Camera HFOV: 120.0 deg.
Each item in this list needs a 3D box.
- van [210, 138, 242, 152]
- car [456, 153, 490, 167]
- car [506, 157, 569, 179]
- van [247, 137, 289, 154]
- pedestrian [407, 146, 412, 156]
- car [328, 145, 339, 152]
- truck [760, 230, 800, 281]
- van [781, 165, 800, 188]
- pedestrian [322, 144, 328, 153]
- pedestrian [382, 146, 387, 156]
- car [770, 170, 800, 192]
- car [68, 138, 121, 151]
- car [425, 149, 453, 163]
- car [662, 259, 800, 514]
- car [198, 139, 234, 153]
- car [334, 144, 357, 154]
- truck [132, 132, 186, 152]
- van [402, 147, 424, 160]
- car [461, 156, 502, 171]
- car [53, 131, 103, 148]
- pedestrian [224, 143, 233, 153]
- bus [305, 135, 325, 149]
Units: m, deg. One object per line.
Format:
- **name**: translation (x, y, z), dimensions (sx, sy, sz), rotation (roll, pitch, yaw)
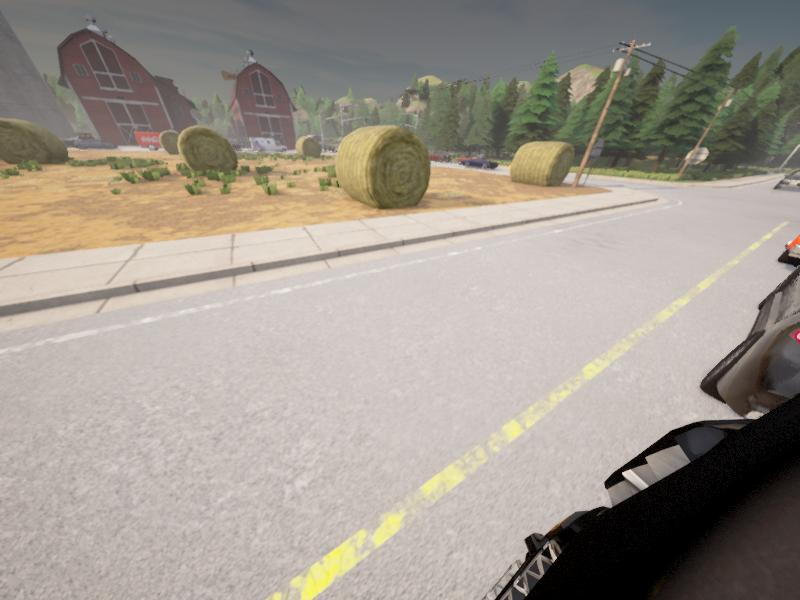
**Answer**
- **van**: translation (-32.894, -29.255, 43.718), dimensions (4.442, 1.987, 1.775), rotation (-19, 39, -29)
- **car**: translation (10.729, -20.788, 34.290), dimensions (2.007, 1.525, 4.514), rotation (-18, 39, -28)
- **car**: translation (14.279, -14.049, 24.397), dimensions (1.801, 1.575, 5.366), rotation (-18, 39, -28)
- **van**: translation (-25.263, -29.715, 44.490), dimensions (6.366, 2.431, 2.351), rotation (-19, 39, -29)
- **pedestrian**: translation (2.336, -35.915, 55.697), dimensions (0.751, 1.860, 0.751), rotation (26, 40, 31)
- **car**: translation (-19.453, -44.160, 67.264), dimensions (1.789, 1.549, 3.705), rotation (-18, 39, -28)
- **truck**: translation (11.406, -1.718, 4.928), dimensions (5.204, 2.467, 2.627), rotation (-16, 38, -26)
- **van**: translation (41.720, -12.631, 23.588), dimensions (4.442, 1.987, 1.775), rotation (-16, 38, -26)
- **pedestrian**: translation (-17.318, -34.891, 53.196), dimensions (0.751, 1.860, 0.751), rotation (-23, 41, -32)
- **pedestrian**: translation (-3.415, -33.334, 51.798), dimensions (0.751, 1.860, 0.751), rotation (-18, 39, -27)
- **car**: translation (35.639, -10.673, 20.666), dimensions (3.705, 1.549, 1.789), rotation (-16, 38, -26)
- **car**: translation (-44.375, -22.717, 33.745), dimensions (4.181, 1.385, 1.994), rotation (-19, 40, -28)
- **car**: translation (6.616, -24.576, 39.449), dimensions (2.097, 1.767, 4.553), rotation (-18, 39, -28)
- **car**: translation (5.306, 0.410, 2.123), dimensions (5.027, 1.651, 2.152), rotation (-16, 38, -26)
- **car**: translation (-32.255, -27.088, 40.618), dimensions (4.605, 1.855, 1.932), rotation (-19, 39, -29)
- **car**: translation (-12.992, -36.050, 55.239), dimensions (4.605, 1.855, 1.932), rotation (-19, 39, -29)
- **truck**: translation (-38.245, -25.269, 36.986), dimensions (5.204, 2.467, 2.627), rotation (-19, 39, -29)
- **van**: translation (2.443, -28.384, 44.702), dimensions (1.775, 1.987, 4.442), rotation (-18, 39, -28)
- **car**: translation (10.254, -17.519, 29.583), dimensions (1.895, 1.301, 4.718), rotation (-18, 39, -28)
- **car**: translation (-51.486, -25.742, 37.092), dimensions (1.905, 1.878, 3.866), rotation (14, 37, 7)
- **pedestrian**: translation (-27.407, -24.249, 36.885), dimensions (0.751, 1.300, 0.751), rotation (-18, 39, -28)
- **bus**: translation (-32.844, -60.745, 88.777), dimensions (3.944, 4.253, 10.273), rotation (-18, 39, -28)
